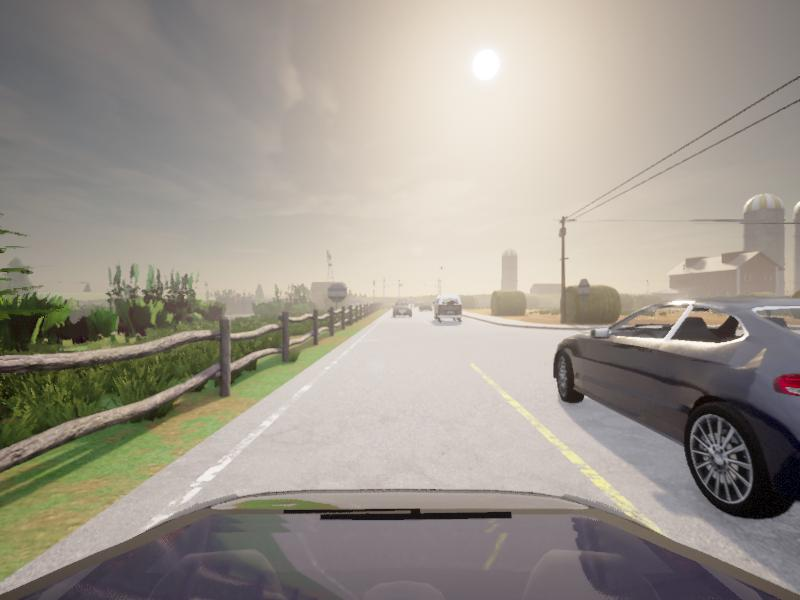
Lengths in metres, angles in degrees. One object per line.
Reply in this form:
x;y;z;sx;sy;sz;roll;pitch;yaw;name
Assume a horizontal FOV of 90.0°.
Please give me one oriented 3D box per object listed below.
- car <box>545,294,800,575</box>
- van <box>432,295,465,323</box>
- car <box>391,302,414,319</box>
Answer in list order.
3.525;0.793;4.528;2.152;1.651;5.027;0;0;3;car
3.706;0.649;31.358;2.069;2.038;4.480;0;0;0;van
0.225;0.927;38.704;2.128;1.511;4.902;0;0;0;car
